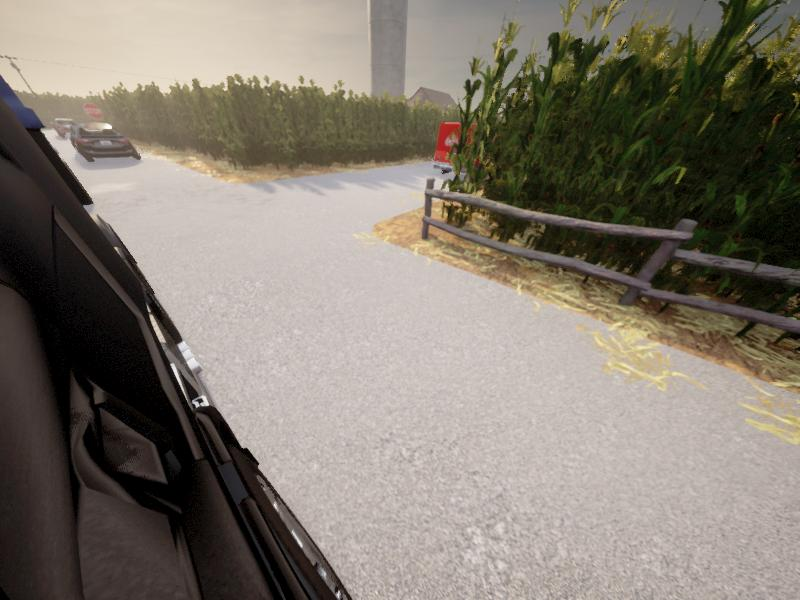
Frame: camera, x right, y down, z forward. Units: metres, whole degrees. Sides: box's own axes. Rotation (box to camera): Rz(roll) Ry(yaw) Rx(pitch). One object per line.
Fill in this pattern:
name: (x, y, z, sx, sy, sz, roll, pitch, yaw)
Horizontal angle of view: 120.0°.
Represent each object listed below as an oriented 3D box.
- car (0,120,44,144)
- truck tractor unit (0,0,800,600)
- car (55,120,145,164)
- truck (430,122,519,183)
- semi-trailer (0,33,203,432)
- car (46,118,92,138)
car: (-30.556, -13.442, 18.409, 4.718, 1.301, 1.895, 27, 43, 29)
truck tractor unit: (-2.645, -0.295, 0.351, 6.516, 4.208, 3.053, 28, 44, 30)
car: (-17.278, -9.174, 13.314, 4.611, 1.667, 2.242, 27, 43, 29)
truck: (4.392, -8.692, 13.463, 2.627, 2.467, 5.204, 27, 43, 29)
semi-trailer: (-8.781, -3.559, 4.128, 14.254, 4.402, 2.717, 27, 43, 29)
car: (-32.765, -17.031, 22.884, 3.806, 1.475, 1.970, 27, 43, 29)
